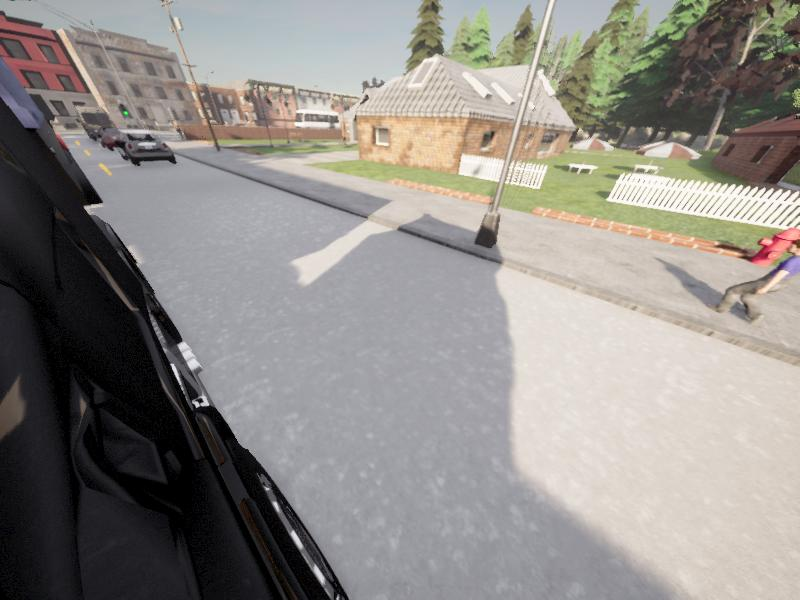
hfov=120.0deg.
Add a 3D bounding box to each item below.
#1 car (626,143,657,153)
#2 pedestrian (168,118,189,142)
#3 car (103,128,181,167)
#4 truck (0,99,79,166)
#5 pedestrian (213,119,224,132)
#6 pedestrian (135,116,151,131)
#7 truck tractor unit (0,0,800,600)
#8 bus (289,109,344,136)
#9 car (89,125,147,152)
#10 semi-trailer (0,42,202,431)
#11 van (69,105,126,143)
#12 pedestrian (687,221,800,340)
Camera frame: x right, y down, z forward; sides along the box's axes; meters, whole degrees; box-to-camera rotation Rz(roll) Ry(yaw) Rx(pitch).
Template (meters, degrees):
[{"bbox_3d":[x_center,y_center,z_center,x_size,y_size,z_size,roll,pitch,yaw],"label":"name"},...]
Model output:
[{"bbox_3d":[53.145,-33.491,50.915,4.514,1.525,2.007,28,44,30],"label":"car"},{"bbox_3d":[-22.260,-17.107,23.243,0.751,1.860,0.751,24,42,26],"label":"pedestrian"},{"bbox_3d":[-14.547,-8.669,13.038,3.806,1.475,1.970,28,44,30],"label":"car"},{"bbox_3d":[-19.754,-8.719,11.956,5.204,2.467,2.627,27,43,30],"label":"truck"},{"bbox_3d":[-33.270,-31.895,42.265,0.751,1.860,0.751,26,43,28],"label":"pedestrian"},{"bbox_3d":[-39.524,-27.130,35.506,0.751,1.860,0.751,23,41,25],"label":"pedestrian"},{"bbox_3d":[-2.645,-0.295,0.351,6.516,4.208,3.053,28,44,30],"label":"truck tractor unit"},{"bbox_3d":[-17.683,-38.491,50.292,3.944,4.253,10.273,28,44,30],"label":"bus"},{"bbox_3d":[-21.415,-12.304,17.528,4.181,1.385,1.994,28,44,30],"label":"car"},{"bbox_3d":[-8.702,-3.609,4.214,14.254,4.402,2.717,28,44,30],"label":"semi-trailer"},{"bbox_3d":[-28.755,-16.714,21.960,5.915,2.561,1.988,29,44,30],"label":"van"},{"bbox_3d":[4.974,-0.253,3.013,0.751,1.300,0.751,-6,38,-12],"label":"pedestrian"}]
